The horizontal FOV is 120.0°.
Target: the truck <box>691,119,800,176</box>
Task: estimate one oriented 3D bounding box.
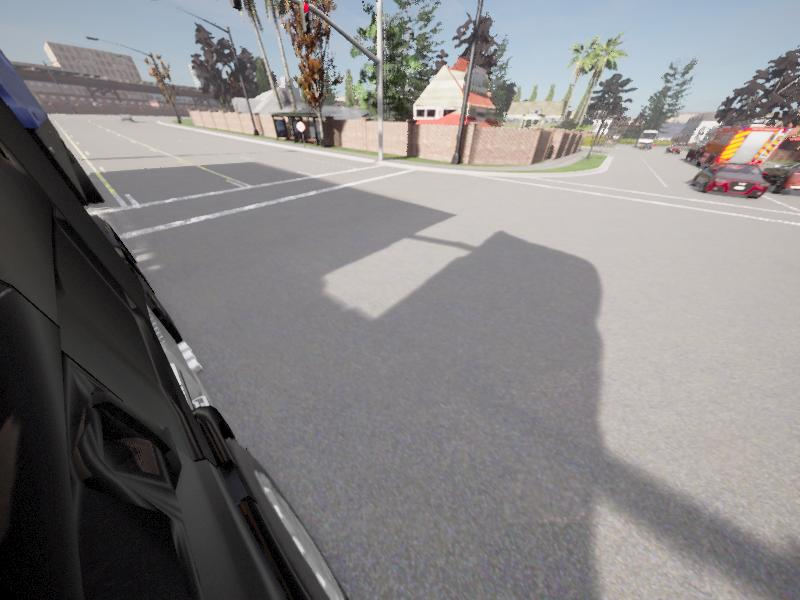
[{"bbox_3d":[32.439,-14.794,22.317,2.891,3.827,8.468,27,43,29],"label":"truck"}]

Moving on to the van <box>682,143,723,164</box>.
[{"bbox_3d":[39.312,-19.185,30.168,1.775,1.987,4.442,25,42,27],"label":"van"}]

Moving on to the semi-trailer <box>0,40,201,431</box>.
[{"bbox_3d":[-8.676,-3.629,4.237,14.254,4.402,2.717,29,44,30],"label":"semi-trailer"}]

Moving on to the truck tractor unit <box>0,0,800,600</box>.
[{"bbox_3d":[-2.645,-0.295,0.352,6.516,4.208,3.053,28,44,30],"label":"truck tractor unit"}]

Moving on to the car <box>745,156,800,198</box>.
[{"bbox_3d":[22.906,-7.040,13.177,2.152,1.651,5.027,27,43,29],"label":"car"}]

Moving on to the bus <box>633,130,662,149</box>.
[{"bbox_3d":[73.350,-47.775,68.703,3.944,4.253,10.273,27,43,29],"label":"bus"}]

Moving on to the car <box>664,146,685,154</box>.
[{"bbox_3d":[55.282,-30.323,46.637,1.895,1.301,4.718,27,42,29],"label":"car"}]

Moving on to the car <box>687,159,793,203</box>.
[{"bbox_3d":[17.651,-6.483,12.336,1.994,1.385,4.181,26,43,28],"label":"car"}]

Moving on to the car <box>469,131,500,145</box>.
[{"bbox_3d":[15.547,-29.923,42.580,4.605,1.855,1.932,27,43,29],"label":"car"}]
